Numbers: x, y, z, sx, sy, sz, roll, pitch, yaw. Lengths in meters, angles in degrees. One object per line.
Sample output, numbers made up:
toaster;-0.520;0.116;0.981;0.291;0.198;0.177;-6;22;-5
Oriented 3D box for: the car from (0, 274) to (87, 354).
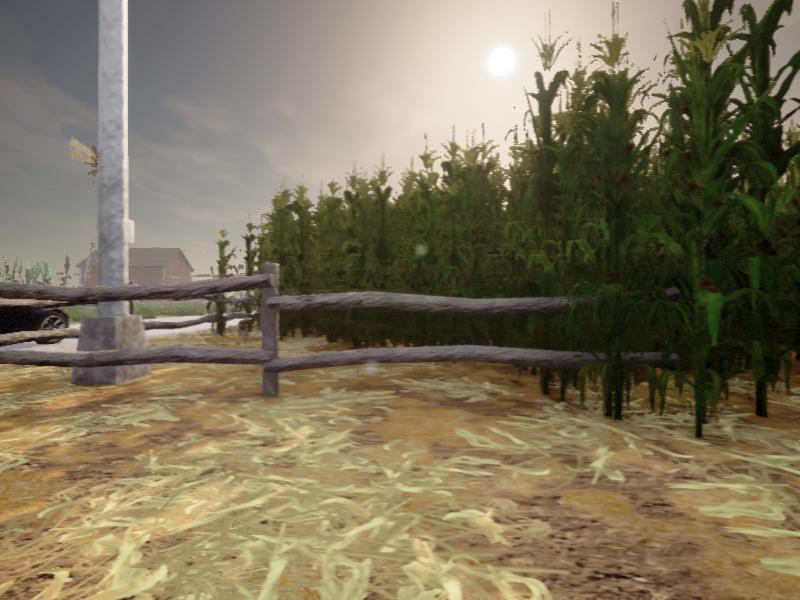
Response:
car;-8.476;0.256;7.159;2.163;1.488;4.792;0;0;-3
